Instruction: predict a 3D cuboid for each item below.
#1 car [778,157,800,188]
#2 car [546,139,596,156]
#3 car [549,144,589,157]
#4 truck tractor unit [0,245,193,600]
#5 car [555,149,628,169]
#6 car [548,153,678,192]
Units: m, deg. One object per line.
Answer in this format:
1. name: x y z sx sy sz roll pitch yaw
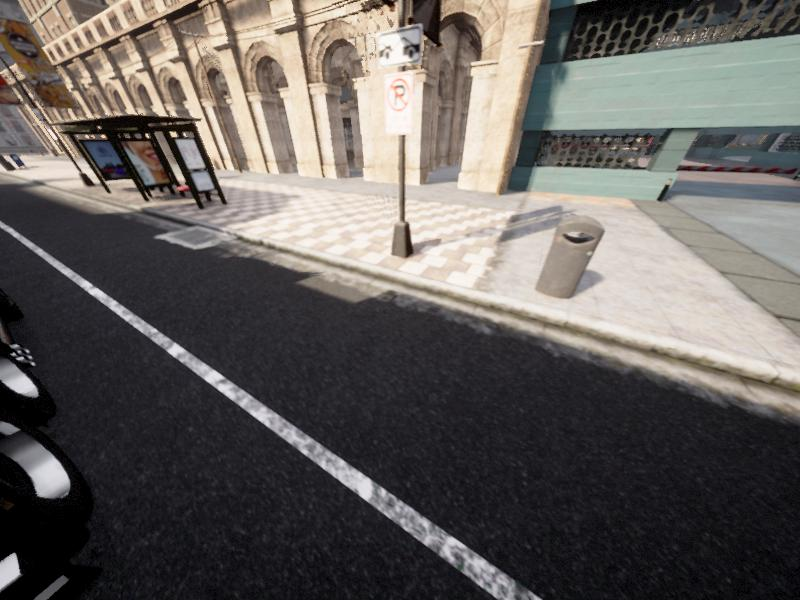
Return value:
1. car: 23.238 -6.084 11.034 4.902 1.511 2.128 17 38 23
2. car: 25.129 -22.682 34.278 5.566 2.045 2.435 17 38 23
3. car: 25.079 -22.376 34.524 4.514 1.523 2.007 17 38 23
4. truck tractor unit: -5.078 -0.332 0.824 6.516 4.208 3.053 20 40 26
5. car: 17.008 -12.793 20.886 4.718 1.301 1.895 17 38 23
6. car: 11.090 -7.110 12.674 4.786 1.482 2.161 17 38 23
